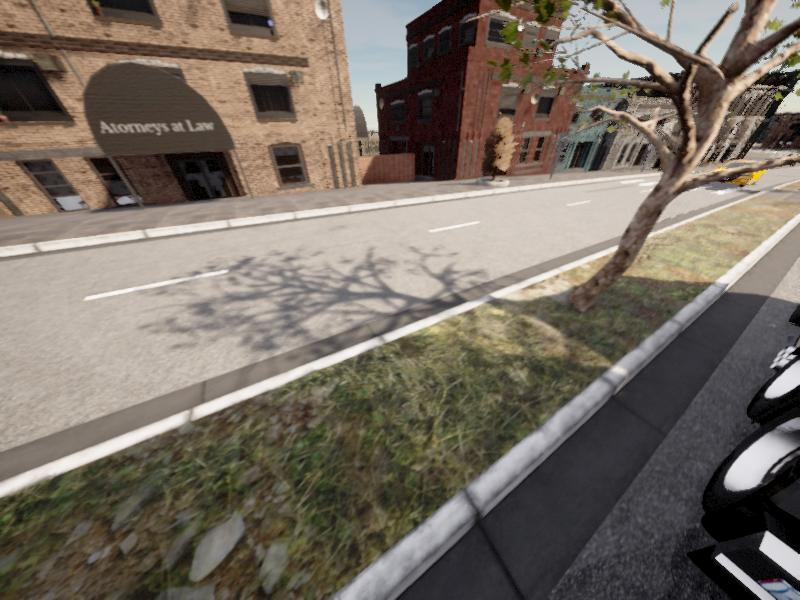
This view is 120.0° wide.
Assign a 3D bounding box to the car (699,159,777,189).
[{"bbox_3d":[23.404,-8.809,15.993,5.008,1.535,1.882,-17,38,-25],"label":"car"}]

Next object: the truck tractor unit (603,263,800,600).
[{"bbox_3d":[5.114,-0.297,0.799,6.516,4.208,3.053,-18,39,-24],"label":"truck tractor unit"}]
